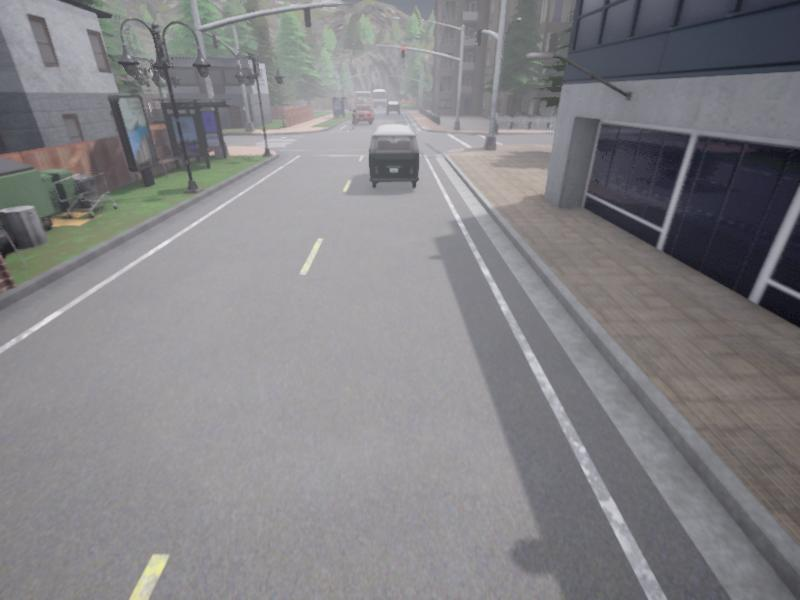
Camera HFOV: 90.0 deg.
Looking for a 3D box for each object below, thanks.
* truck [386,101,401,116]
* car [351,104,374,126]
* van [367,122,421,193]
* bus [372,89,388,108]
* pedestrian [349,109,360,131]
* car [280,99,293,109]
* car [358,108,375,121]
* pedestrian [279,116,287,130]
[{"bbox_3d":[-1.134,-32.698,68.081,2.390,2.098,6.274,0,27,-1],"label":"truck"},{"bbox_3d":[-4.257,-21.389,46.081,2.150,2.045,5.566,0,27,-1],"label":"car"},{"bbox_3d":[-0.234,-5.642,15.464,1.775,1.987,4.442,0,27,-1],"label":"van"},{"bbox_3d":[-5.143,-52.648,104.599,3.944,4.253,10.273,0,27,-1],"label":"bus"},{"bbox_3d":[-4.204,-16.669,37.032,0.751,1.860,0.751,3,27,6],"label":"pedestrian"},{"bbox_3d":[-26.596,-45.998,93.830,1.932,1.855,4.605,-1,27,-2],"label":"car"},{"bbox_3d":[-4.380,-24.737,53.349,1.994,1.385,4.181,0,27,-1],"label":"car"},{"bbox_3d":[-10.493,-15.850,35.892,0.500,1.100,0.500,-4,27,-7],"label":"pedestrian"}]
